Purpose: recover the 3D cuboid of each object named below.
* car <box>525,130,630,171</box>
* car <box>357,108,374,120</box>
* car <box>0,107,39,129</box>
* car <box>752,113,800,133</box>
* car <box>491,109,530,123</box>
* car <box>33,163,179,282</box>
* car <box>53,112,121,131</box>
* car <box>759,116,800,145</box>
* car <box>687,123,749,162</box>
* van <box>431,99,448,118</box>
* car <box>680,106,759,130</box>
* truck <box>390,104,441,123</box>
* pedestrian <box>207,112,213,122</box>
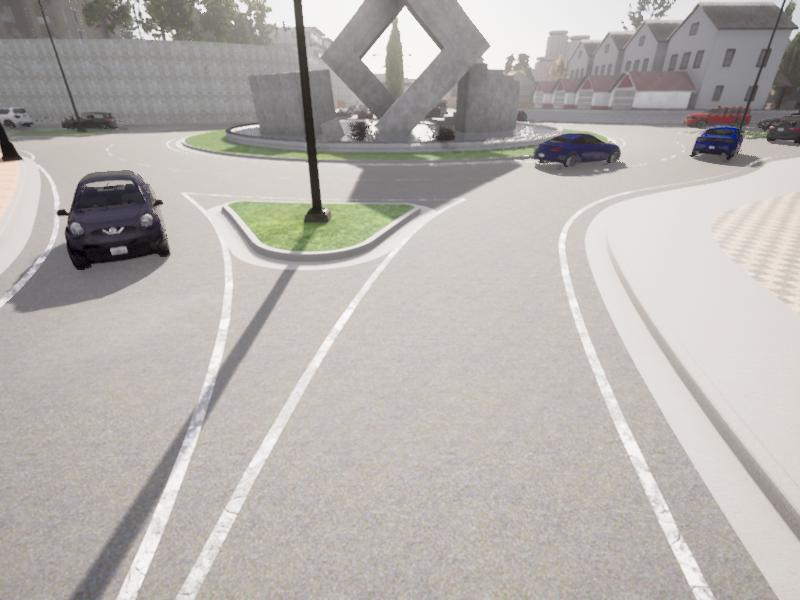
[{"bbox_3d":[8.685,-7.386,19.572,4.674,1.442,1.812,-12,30,-23],"label":"car"},{"bbox_3d":[-5.061,-27.611,59.382,1.994,1.385,4.181,0,27,1],"label":"car"},{"bbox_3d":[-42.181,-19.218,42.291,5.566,2.045,2.150,0,27,0],"label":"car"},{"bbox_3d":[36.560,-16.572,37.409,4.974,1.542,2.038,2,27,5],"label":"car"},{"bbox_3d":[14.099,-23.541,51.215,4.193,1.474,1.816,22,34,36],"label":"car"},{"bbox_3d":[-6.223,-1.923,8.810,1.845,1.501,3.633,-15,30,-27],"label":"car"},{"bbox_3d":[-31.291,-17.973,40.228,4.611,1.667,2.242,-5,27,-10],"label":"car"},{"bbox_3d":[29.040,-12.184,28.667,4.611,1.667,2.242,-6,28,-10],"label":"car"},{"bbox_3d":[17.918,-8.941,22.488,1.882,1.535,5.008,22,34,36],"label":"car"},{"bbox_3d":[6.373,-31.260,65.215,1.988,2.561,5.915,-1,27,-1],"label":"van"},{"bbox_3d":[32.496,-18.661,40.947,5.566,2.045,2.150,5,28,11],"label":"car"},{"bbox_3d":[2.007,-24.523,52.498,6.274,2.098,2.390,5,27,10],"label":"truck"},{"bbox_3d":[-23.567,-22.629,49.579,0.500,1.100,0.500,-10,29,-19],"label":"pedestrian"}]
